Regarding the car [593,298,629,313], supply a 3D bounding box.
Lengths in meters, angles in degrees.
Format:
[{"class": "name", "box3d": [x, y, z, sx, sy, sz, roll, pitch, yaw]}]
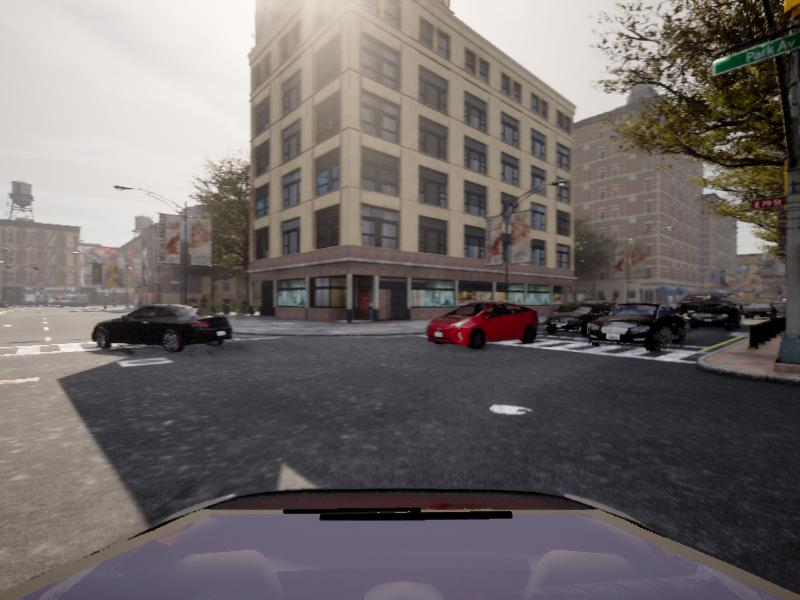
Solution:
[{"class": "car", "box3d": [28.417, 0.697, 53.881, 1.905, 1.878, 3.866, 0, 0, -41]}]

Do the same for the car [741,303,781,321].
[{"class": "car", "box3d": [31.352, 0.954, 34.669, 5.357, 1.411, 2.033, 0, 0, -42]}]

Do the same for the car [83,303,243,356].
[{"class": "car", "box3d": [-7.653, 0.852, 12.956, 4.674, 1.442, 1.812, 0, 0, 18]}]

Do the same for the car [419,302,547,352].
[{"class": "car", "box3d": [3.064, 0.833, 14.368, 4.514, 1.525, 2.007, 0, 0, -37]}]

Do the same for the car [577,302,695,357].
[{"class": "car", "box3d": [8.234, 0.851, 13.730, 4.902, 1.511, 2.128, 0, 0, -42]}]

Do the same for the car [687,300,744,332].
[{"class": "car", "box3d": [17.486, 0.821, 22.123, 3.988, 1.617, 1.851, 0, 0, -42]}]

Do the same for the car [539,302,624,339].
[{"class": "car", "box3d": [8.672, 0.859, 18.894, 4.892, 1.490, 1.837, 0, 0, -42]}]

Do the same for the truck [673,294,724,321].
[{"class": "truck", "box3d": [25.243, 0.589, 33.718, 6.274, 2.098, 2.390, 0, 0, -43]}]

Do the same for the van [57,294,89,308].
[{"class": "van", "box3d": [-64.381, 0.160, 78.880, 1.988, 2.561, 5.915, 0, 0, -6]}]
